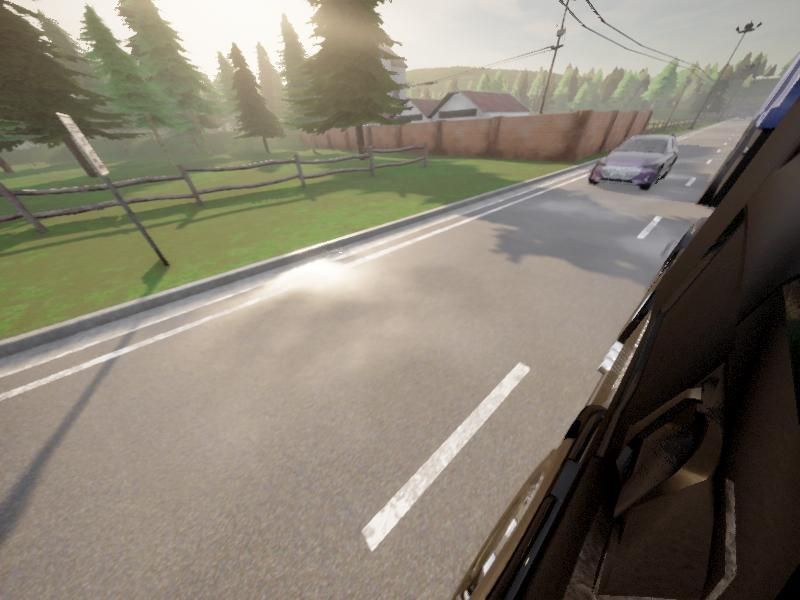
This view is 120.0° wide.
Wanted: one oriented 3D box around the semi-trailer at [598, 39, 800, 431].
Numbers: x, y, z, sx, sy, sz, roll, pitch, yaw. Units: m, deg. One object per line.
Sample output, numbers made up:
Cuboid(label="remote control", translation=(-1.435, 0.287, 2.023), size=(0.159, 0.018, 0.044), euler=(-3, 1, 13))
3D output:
Cuboid(label="semi-trailer", translation=(8.694, -3.600, 4.246), size=(14.254, 4.402, 2.717), euler=(-28, 43, -30))

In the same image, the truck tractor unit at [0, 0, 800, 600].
Cuboid(label="truck tractor unit", translation=(2.645, -0.295, 0.352), size=(6.516, 4.208, 3.053), euler=(-28, 44, -30))

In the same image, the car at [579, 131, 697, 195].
Cuboid(label="car", translation=(9.660, -5.691, 9.338), size=(4.856, 1.649, 2.033), euler=(-28, 43, -30))
